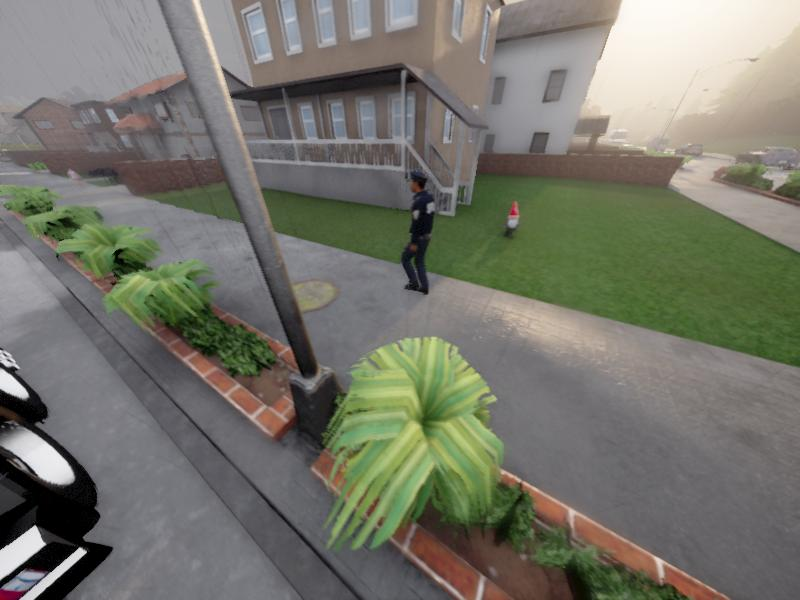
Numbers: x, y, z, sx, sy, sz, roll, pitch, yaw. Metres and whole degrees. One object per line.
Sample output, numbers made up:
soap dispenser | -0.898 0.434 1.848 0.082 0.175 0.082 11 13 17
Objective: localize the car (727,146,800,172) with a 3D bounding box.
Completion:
car | 32.123 -12.497 20.271 2.152 1.651 5.027 19 39 25

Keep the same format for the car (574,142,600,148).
car | 51.904 -43.096 64.122 5.357 1.415 2.033 -6 35 -7

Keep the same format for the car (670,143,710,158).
car | 41.534 -21.583 33.245 2.033 1.649 4.856 19 39 25

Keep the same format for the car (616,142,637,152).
car | 49.211 -33.332 50.322 2.152 1.651 5.027 19 39 25

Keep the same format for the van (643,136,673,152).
van | 50.570 -30.680 45.414 1.988 2.561 5.915 19 39 25

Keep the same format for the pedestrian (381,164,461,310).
pedestrian | 0.290 -0.908 3.456 0.751 1.860 0.751 19 39 26

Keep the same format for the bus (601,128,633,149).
bus | 59.948 -44.774 64.121 3.944 4.253 10.273 19 39 25

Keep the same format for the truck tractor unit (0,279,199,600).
truck tractor unit | -5.135 -0.276 0.741 6.516 4.208 3.053 17 39 23

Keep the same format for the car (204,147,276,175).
car | -11.462 -10.199 16.817 1.845 1.501 3.633 19 39 25
